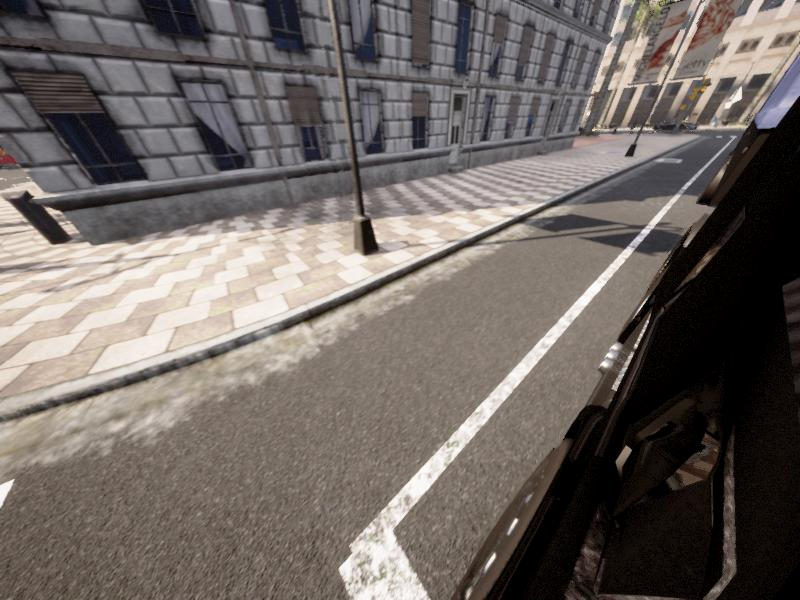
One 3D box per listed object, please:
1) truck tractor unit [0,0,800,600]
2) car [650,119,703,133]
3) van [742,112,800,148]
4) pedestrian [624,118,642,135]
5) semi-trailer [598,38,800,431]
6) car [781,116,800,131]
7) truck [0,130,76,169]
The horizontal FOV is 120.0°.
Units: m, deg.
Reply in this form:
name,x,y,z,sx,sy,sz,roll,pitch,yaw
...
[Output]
name,x,y,z,sx,sy,sz,roll,pitch,yaw
truck tractor unit,2.645,-0.295,0.351,6.516,4.208,3.053,-28,44,-30
car,42.479,-26.773,35.595,2.128,1.511,4.902,-28,43,-30
van,27.818,-12.688,17.232,4.442,1.987,1.775,-28,43,-30
pedestrian,31.612,-23.531,31.367,0.751,1.860,0.751,-17,39,-18
semi-trailer,8.696,-3.601,4.237,14.254,4.402,2.717,-28,43,-30
car,50.108,-21.482,28.003,1.970,1.475,3.806,-28,43,-29
truck,-50.772,-19.679,30.297,8.468,3.827,2.891,-27,43,-29
